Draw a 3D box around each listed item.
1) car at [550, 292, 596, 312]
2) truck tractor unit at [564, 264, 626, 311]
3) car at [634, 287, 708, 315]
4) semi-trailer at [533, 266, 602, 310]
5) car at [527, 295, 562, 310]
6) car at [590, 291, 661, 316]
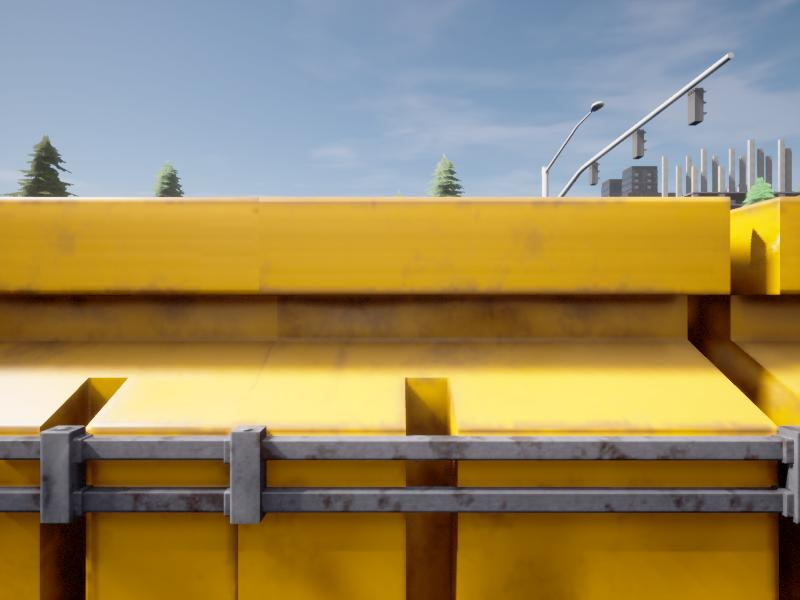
[{"bbox_3d":[15.170,0.168,35.364,1.930,1.638,5.238,0,0,2],"label":"car"},{"bbox_3d":[18.798,-1.121,39.150,3.053,4.208,6.516,0,0,2],"label":"truck tractor unit"},{"bbox_3d":[18.432,0.090,27.531,2.097,1.767,4.553,0,0,2],"label":"car"},{"bbox_3d":[19.115,-1.222,47.055,2.717,4.402,14.254,0,0,2],"label":"semi-trailer"},{"bbox_3d":[15.410,0.223,42.973,2.038,1.542,4.974,0,0,2],"label":"car"},{"bbox_3d":[14.882,0.234,26.753,2.128,1.511,4.902,0,0,2],"label":"car"}]
